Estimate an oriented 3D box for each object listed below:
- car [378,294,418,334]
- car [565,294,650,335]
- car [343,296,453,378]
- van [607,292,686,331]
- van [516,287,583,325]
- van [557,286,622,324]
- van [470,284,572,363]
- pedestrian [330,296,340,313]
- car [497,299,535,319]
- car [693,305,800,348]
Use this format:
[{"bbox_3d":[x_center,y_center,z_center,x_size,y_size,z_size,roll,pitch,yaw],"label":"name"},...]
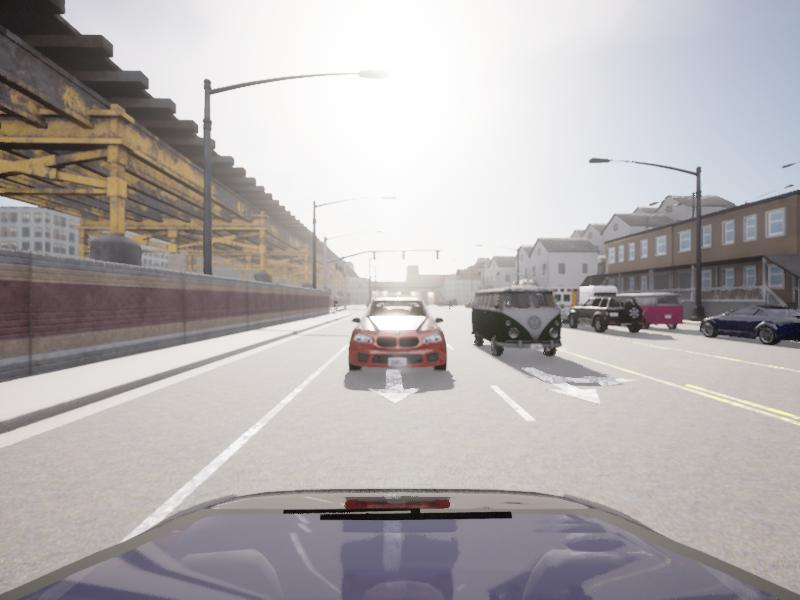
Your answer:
[{"bbox_3d":[-0.109,0.645,20.740,1.905,1.878,3.866,0,0,0],"label":"car"},{"bbox_3d":[10.392,0.651,20.488,1.932,1.855,4.605,0,0,0],"label":"car"},{"bbox_3d":[-0.058,0.756,10.464,2.242,1.667,4.611,0,0,0],"label":"car"},{"bbox_3d":[13.873,0.594,22.872,1.775,1.987,4.442,0,0,0],"label":"van"},{"bbox_3d":[10.354,0.376,28.462,2.351,2.431,6.366,0,0,0],"label":"van"},{"bbox_3d":[13.835,0.320,29.710,1.988,2.561,5.915,0,0,0],"label":"van"},{"bbox_3d":[3.435,0.597,12.296,1.775,1.987,4.442,0,0,0],"label":"van"},{"bbox_3d":[-7.073,0.484,43.728,0.751,1.860,0.751,0,0,31],"label":"pedestrian"},{"bbox_3d":[10.314,0.775,36.025,2.033,1.649,4.856,0,0,0],"label":"car"},{"bbox_3d":[13.910,0.906,15.542,1.994,1.385,4.181,0,0,1],"label":"car"}]
